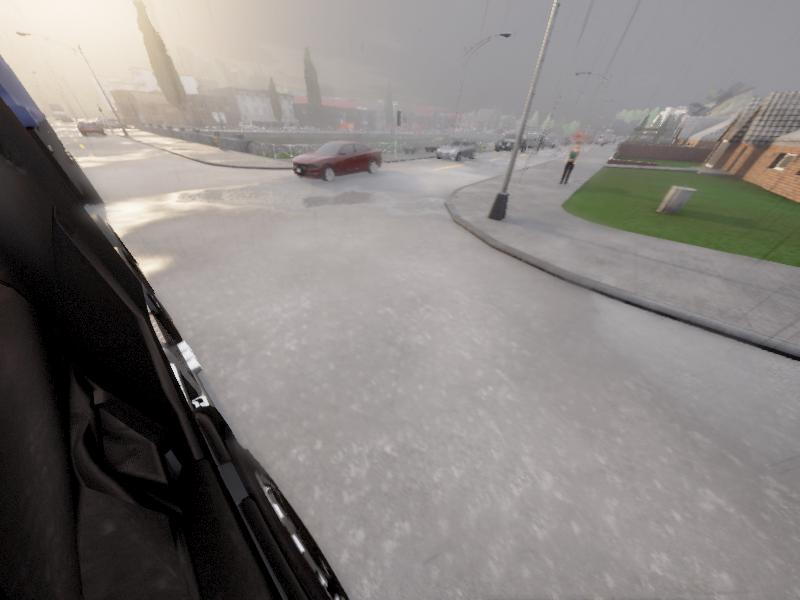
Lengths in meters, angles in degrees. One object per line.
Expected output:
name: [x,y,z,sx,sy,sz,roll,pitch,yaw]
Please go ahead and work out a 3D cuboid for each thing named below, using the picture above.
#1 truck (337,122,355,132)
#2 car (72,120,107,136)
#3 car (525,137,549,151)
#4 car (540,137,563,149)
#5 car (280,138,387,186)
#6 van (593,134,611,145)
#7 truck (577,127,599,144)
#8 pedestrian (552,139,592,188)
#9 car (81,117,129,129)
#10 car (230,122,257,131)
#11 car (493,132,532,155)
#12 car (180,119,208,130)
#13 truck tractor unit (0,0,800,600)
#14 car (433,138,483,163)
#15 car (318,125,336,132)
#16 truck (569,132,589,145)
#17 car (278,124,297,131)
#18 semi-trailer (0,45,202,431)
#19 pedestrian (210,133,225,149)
truck: [-18.213,-58.539,78.373,2.627,2.467,5.204,28,43,30]
car: [-39.063,-21.675,29.092,4.181,1.385,1.994,28,44,30]
car: [20.659,-23.624,34.868,1.851,1.617,3.988,28,44,30]
car: [26.723,-27.768,40.780,2.038,1.542,4.974,28,44,30]
car: [-2.978,-7.135,11.669,1.882,1.535,5.008,25,43,27]
van: [55.649,-44.289,63.630,2.351,2.431,6.366,28,44,30]
truck: [55.169,-48.243,67.698,2.891,3.827,8.468,28,44,30]
pedestrian: [7.996,-6.380,10.805,0.751,1.860,0.751,26,43,28]
car: [-54.224,-32.570,42.583,2.038,1.542,4.974,17,39,18]
car: [-39.283,-43.700,58.148,2.152,1.651,5.027,28,44,30]
car: [13.587,-18.923,27.856,2.150,2.045,5.566,28,44,30]
car: [-45.966,-39.203,51.567,1.905,1.878,3.866,28,44,30]
truck tractor unit: [-2.645,-0.295,0.351,6.516,4.208,3.053,28,44,30]
car: [4.960,-12.786,19.638,2.007,1.525,4.514,28,44,30]
car: [-23.179,-54.802,73.803,1.930,1.638,5.238,28,44,30]
truck: [45.511,-41.064,58.739,2.627,2.467,5.204,28,44,30]
car: [-31.801,-48.854,65.436,1.851,1.617,3.988,28,44,30]
semi-trailer: [-8.704,-3.593,4.235,14.254,4.402,2.717,28,44,30]
pedestrian: [-15.096,-13.123,19.078,0.500,1.100,0.500,28,44,30]
